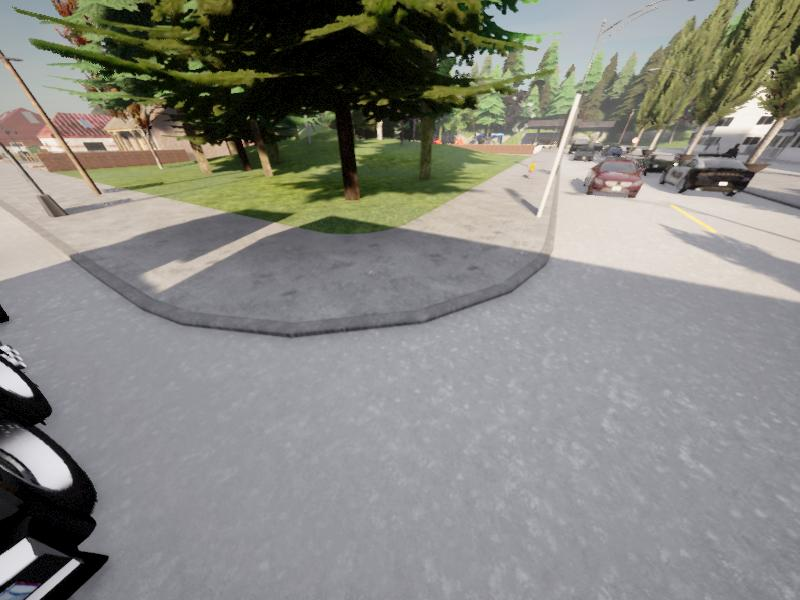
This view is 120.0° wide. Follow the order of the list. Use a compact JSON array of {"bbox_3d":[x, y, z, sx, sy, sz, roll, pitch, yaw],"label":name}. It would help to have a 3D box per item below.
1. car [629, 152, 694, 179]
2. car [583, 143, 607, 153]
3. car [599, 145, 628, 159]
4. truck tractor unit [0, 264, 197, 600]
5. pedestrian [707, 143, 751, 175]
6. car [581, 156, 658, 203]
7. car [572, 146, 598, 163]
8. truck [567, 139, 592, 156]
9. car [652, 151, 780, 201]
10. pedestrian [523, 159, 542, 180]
[{"bbox_3d":[19.250,-10.168,17.306,1.895,1.301,4.718,18,39,24],"label":"car"},{"bbox_3d":[41.179,-32.325,49.024,1.930,1.638,5.238,9,36,12],"label":"car"},{"bbox_3d":[30.432,-21.332,33.158,2.033,1.411,5.357,18,39,24],"label":"car"},{"bbox_3d":[-5.109,-0.304,0.775,6.516,4.208,3.053,18,39,24],"label":"truck tractor unit"},{"bbox_3d":[22.710,-9.788,16.012,0.751,1.860,0.751,11,37,16],"label":"pedestrian"},{"bbox_3d":[10.577,-6.205,11.558,1.812,1.442,4.674,18,39,24],"label":"car"},{"bbox_3d":[21.538,-17.039,26.998,1.816,1.474,4.193,19,39,25],"label":"car"},{"bbox_3d":[29.067,-24.830,37.576,2.390,2.098,6.274,18,39,25],"label":"truck"},{"bbox_3d":[15.420,-6.544,11.832,1.930,1.638,5.238,18,39,24],"label":"car"},{"bbox_3d":[8.281,-8.160,14.460,0.500,1.100,0.500,-11,36,-15],"label":"pedestrian"}]
